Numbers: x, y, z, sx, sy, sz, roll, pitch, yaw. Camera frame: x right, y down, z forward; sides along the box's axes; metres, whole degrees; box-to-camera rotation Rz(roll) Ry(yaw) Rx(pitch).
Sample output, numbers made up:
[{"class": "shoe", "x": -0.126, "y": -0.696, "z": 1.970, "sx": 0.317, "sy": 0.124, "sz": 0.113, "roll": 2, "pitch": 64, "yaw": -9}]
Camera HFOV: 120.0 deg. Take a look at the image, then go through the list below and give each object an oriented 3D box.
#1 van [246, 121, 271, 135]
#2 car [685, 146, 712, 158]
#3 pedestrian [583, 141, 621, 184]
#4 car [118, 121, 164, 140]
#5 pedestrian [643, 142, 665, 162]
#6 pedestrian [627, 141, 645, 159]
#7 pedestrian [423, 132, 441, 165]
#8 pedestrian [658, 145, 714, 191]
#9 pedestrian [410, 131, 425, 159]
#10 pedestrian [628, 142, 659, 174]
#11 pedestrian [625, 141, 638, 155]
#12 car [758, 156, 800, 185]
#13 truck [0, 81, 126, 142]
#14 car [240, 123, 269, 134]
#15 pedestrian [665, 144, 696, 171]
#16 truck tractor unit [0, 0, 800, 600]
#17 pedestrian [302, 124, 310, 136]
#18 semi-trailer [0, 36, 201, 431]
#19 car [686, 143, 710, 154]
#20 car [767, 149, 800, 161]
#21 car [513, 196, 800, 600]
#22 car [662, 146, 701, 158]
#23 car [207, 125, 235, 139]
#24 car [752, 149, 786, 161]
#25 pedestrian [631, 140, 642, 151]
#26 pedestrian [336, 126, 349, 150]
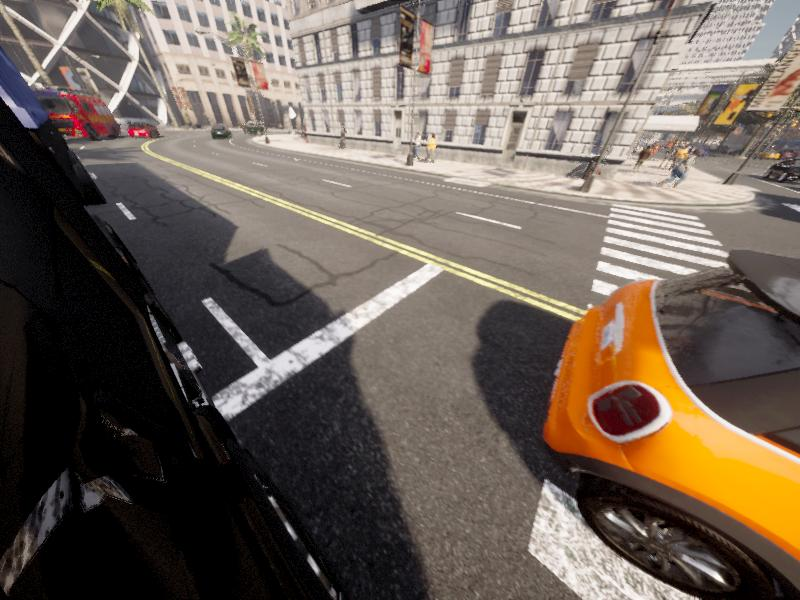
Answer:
[{"class": "van", "x": -26.902, "y": -32.783, "z": 44.121, "sx": 1.775, "sy": 1.987, "sz": 4.442, "roll": 5, "pitch": 37, "yaw": 3}, {"class": "car", "x": 53.982, "y": -26.803, "z": 41.818, "sx": 1.882, "sy": 1.535, "sz": 5.008, "roll": 27, "pitch": 43, "yaw": 29}, {"class": "pedestrian", "x": 10.783, "y": -7.365, "z": 12.385, "sx": 0.751, "sy": 1.860, "sz": 0.751, "roll": 29, "pitch": 44, "yaw": 30}, {"class": "car", "x": -29.793, "y": -19.687, "z": 26.783, "sx": 2.007, "sy": 1.525, "sz": 4.514, "roll": -14, "pitch": 40, "yaw": -21}, {"class": "pedestrian", "x": 28.599, "y": -16.702, "z": 26.059, "sx": 0.751, "sy": 1.860, "sz": 0.751, "roll": 21, "pitch": 40, "yaw": 22}, {"class": "pedestrian", "x": 29.747, "y": -18.922, "z": 29.107, "sx": 0.751, "sy": 1.860, "sz": 0.751, "roll": 31, "pitch": 45, "yaw": 33}, {"class": "pedestrian", "x": 2.205, "y": -10.588, "z": 16.135, "sx": 0.751, "sy": 1.860, "sz": 0.751, "roll": 26, "pitch": 42, "yaw": 28}, {"class": "pedestrian", "x": 14.237, "y": -6.609, "z": 11.600, "sx": 0.751, "sy": 1.860, "sz": 0.751, "roll": 15, "pitch": 38, "yaw": 16}, {"class": "pedestrian", "x": 1.418, "y": -12.451, "z": 18.578, "sx": 0.751, "sy": 1.860, "sz": 0.751, "roll": -27, "pitch": 46, "yaw": -34}, {"class": "pedestrian", "x": 17.458, "y": -10.206, "z": 16.627, "sx": 0.751, "sy": 1.860, "sz": 0.751, "roll": 28, "pitch": 43, "yaw": 29}, {"class": "pedestrian", "x": 38.323, "y": -25.158, "z": 38.275, "sx": 0.751, "sy": 1.860, "sz": 0.751, "roll": 24, "pitch": 42, "yaw": 26}, {"class": "car", "x": 30.342, "y": -9.853, "z": 17.605, "sx": 1.837, "sy": 1.490, "sz": 4.892, "roll": 27, "pitch": 43, "yaw": 29}, {"class": "truck", "x": -31.215, "y": -17.803, "z": 22.244, "sx": 2.891, "sy": 3.827, "sz": 8.468, "roll": -16, "pitch": 41, "yaw": -23}, {"class": "car", "x": -29.747, "y": -35.135, "z": 47.387, "sx": 2.152, "sy": 1.651, "sz": 5.027, "roll": 9, "pitch": 37, "yaw": 8}, {"class": "pedestrian", "x": 23.291, "y": -11.864, "z": 19.232, "sx": 0.751, "sy": 1.860, "sz": 0.751, "roll": 28, "pitch": 43, "yaw": 30}, {"class": "truck tractor unit", "x": -2.645, "y": -0.295, "z": 0.351, "sx": 6.516, "sy": 4.208, "sz": 3.053, "roll": 28, "pitch": 44, "yaw": 30}, {"class": "pedestrian", "x": -17.535, "y": -31.659, "z": 43.043, "sx": 0.751, "sy": 1.860, "sz": 0.751, "roll": 14, "pitch": 38, "yaw": 14}, {"class": "semi-trailer", "x": -8.662, "y": -3.631, "z": 4.261, "sx": 14.254, "sy": 4.402, "sz": 2.717, "roll": 29, "pitch": 44, "yaw": 30}, {"class": "car", "x": 72.963, "y": -37.243, "z": 56.626, "sx": 2.150, "sy": 2.045, "sz": 5.566, "roll": 27, "pitch": 43, "yaw": 29}, {"class": "car", "x": 77.199, "y": -29.108, "z": 46.363, "sx": 2.152, "sy": 1.651, "sz": 5.027, "roll": 27, "pitch": 43, "yaw": 29}, {"class": "car", "x": 3.355, "y": 1.130, "z": 0.873, "sx": 4.553, "sy": 1.767, "sz": 2.097, "roll": 27, "pitch": 43, "yaw": 29}, {"class": "car", "x": 47.801, "y": -25.192, "z": 39.306, "sx": 1.970, "sy": 1.475, "sz": 3.806, "roll": -22, "pitch": 43, "yaw": -29}, {"class": "car", "x": -25.206, "y": -23.770, "z": 32.682, "sx": 1.994, "sy": 1.385, "sz": 4.181, "roll": -11, "pitch": 39, "yaw": -18}, {"class": "car", "x": 71.179, "y": -28.106, "z": 44.659, "sx": 1.801, "sy": 1.575, "sz": 5.366, "roll": 27, "pitch": 43, "yaw": 29}, {"class": "pedestrian", "x": 50.484, "y": -33.007, "z": 49.329, "sx": 0.751, "sy": 1.860, "sz": 0.751, "roll": -25, "pitch": 45, "yaw": -32}, {"class": "pedestrian", "x": -5.699, "y": -16.183, "z": 23.105, "sx": 0.751, "sy": 1.860, "sz": 0.751, "roll": 28, "pitch": 44, "yaw": 30}]
